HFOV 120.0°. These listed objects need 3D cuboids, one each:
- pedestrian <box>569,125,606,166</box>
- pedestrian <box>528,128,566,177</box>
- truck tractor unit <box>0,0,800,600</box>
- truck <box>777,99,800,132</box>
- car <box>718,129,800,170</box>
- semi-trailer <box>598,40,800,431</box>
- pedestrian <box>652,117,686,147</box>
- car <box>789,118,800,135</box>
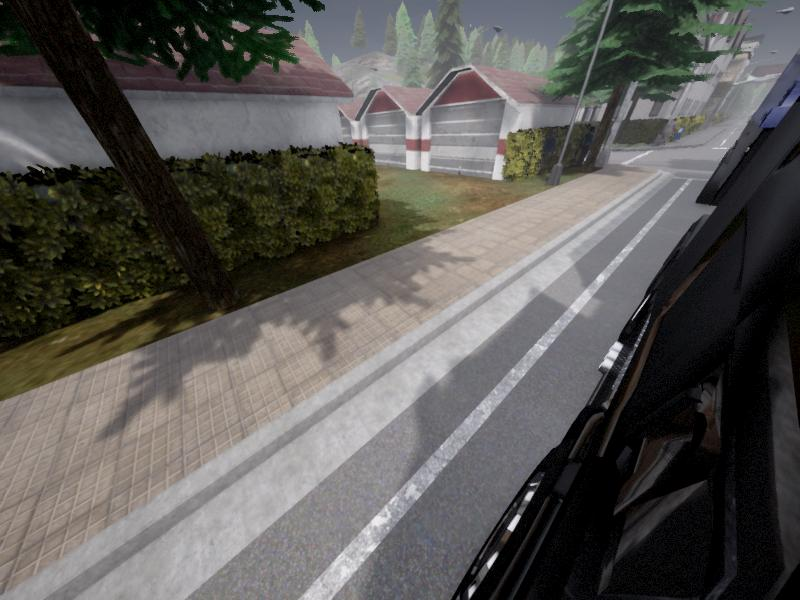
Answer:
[{"bbox_3d":[10.649,-8.783,13.183,0.751,1.860,0.751,-20,40,-22],"label":"pedestrian"},{"bbox_3d":[6.886,-6.941,10.878,0.751,1.860,0.751,-26,43,-28],"label":"pedestrian"},{"bbox_3d":[2.645,-0.295,0.351,6.516,4.208,3.053,-28,44,-30],"label":"truck tractor unit"},{"bbox_3d":[50.094,-22.911,27.924,8.468,3.827,2.891,-28,44,-30],"label":"truck"},{"bbox_3d":[19.316,-7.356,11.240,1.816,1.474,4.193,-29,44,-29],"label":"car"},{"bbox_3d":[8.677,-3.621,4.247,14.254,4.402,2.717,-28,44,-30],"label":"semi-trailer"},{"bbox_3d":[21.294,-13.337,18.344,0.751,1.860,0.751,-6,37,-5],"label":"pedestrian"},{"bbox_3d":[43.334,-18.339,24.153,4.974,1.542,2.038,-28,44,-30],"label":"car"}]
